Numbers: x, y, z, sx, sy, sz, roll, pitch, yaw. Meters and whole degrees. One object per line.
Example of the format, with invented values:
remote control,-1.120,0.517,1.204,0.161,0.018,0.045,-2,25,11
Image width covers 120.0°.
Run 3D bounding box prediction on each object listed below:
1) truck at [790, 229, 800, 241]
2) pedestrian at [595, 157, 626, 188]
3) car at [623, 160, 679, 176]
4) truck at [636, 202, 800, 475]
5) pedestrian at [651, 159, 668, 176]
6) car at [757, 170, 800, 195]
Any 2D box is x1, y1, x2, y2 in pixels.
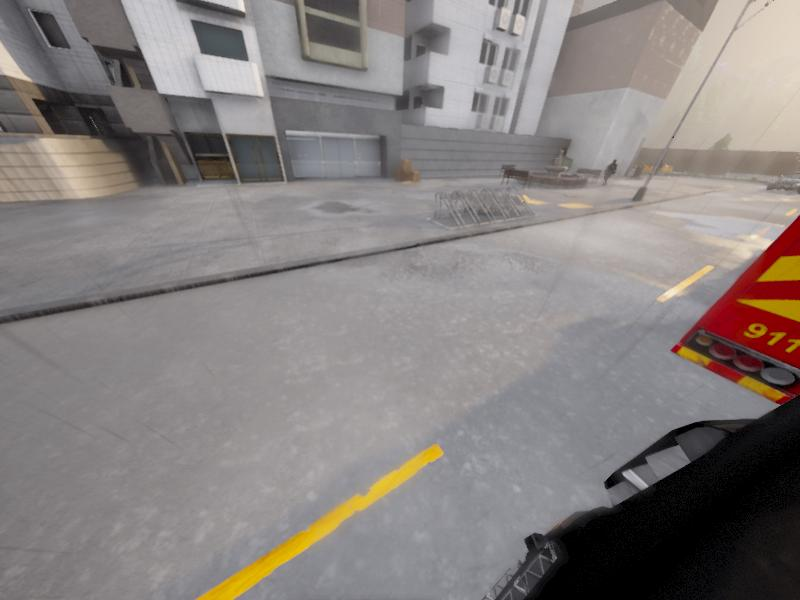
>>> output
truck,16.063,-3.073,7.267,5.204,2.467,2.627,-16,38,-26
pedestrian,14.914,-9.032,16.406,0.751,1.860,0.751,-17,39,-27
car,35.996,-19.135,33.374,1.882,1.535,5.008,-16,38,-26
truck,7.214,-1.043,2.444,8.468,3.827,2.891,-16,38,-26
pedestrian,33.272,-16.983,29.652,0.751,1.860,0.751,29,42,34
car,33.661,-9.902,19.451,4.974,1.542,2.038,-8,35,-15
